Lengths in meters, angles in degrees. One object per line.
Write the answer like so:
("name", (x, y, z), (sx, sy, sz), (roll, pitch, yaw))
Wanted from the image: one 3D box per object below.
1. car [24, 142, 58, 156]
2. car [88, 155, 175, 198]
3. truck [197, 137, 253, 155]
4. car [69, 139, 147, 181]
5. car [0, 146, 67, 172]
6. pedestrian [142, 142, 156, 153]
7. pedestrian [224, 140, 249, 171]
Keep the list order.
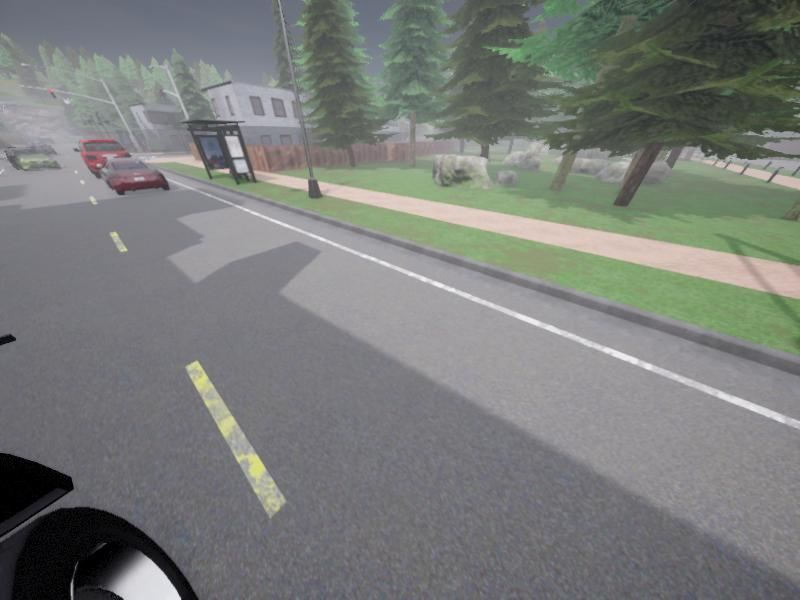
("car", (-49.623, -20.955, 32.020), (4.181, 1.385, 1.994), (26, 42, 31))
("car", (-13.427, -6.293, 11.538), (4.181, 1.385, 1.994), (26, 42, 31))
("truck", (-27.072, -24.167, 36.128), (2.390, 2.098, 6.274), (19, 39, 25))
("car", (-19.606, -9.518, 15.471), (5.566, 2.045, 2.150), (26, 42, 31))
("car", (-29.062, -11.171, 18.181), (4.514, 1.525, 2.007), (18, 39, 23))
("pedestrian", (-36.622, -22.258, 33.729), (0.751, 1.300, 0.751), (24, 41, 29))
("pedestrian", (-11.864, -10.491, 16.782), (0.751, 1.860, 0.751), (27, 43, 32))
